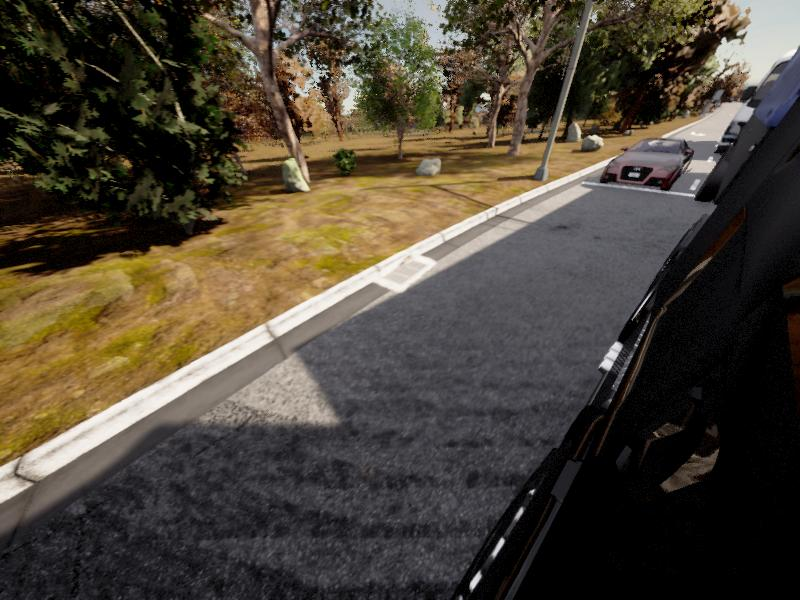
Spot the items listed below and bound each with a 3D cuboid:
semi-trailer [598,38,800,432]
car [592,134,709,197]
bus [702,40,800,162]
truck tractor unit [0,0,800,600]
[{"bbox_3d":[8.658,-3.660,4.225,14.254,4.402,2.717,-29,45,-30],"label":"semi-trailer"},{"bbox_3d":[9.414,-5.218,8.676,4.181,1.385,1.994,-29,45,-30],"label":"car"},{"bbox_3d":[21.668,-10.894,12.808,10.273,4.253,3.944,-30,45,-30],"label":"bus"},{"bbox_3d":[2.645,-0.295,0.352,6.516,4.208,3.053,-28,44,-30],"label":"truck tractor unit"}]
